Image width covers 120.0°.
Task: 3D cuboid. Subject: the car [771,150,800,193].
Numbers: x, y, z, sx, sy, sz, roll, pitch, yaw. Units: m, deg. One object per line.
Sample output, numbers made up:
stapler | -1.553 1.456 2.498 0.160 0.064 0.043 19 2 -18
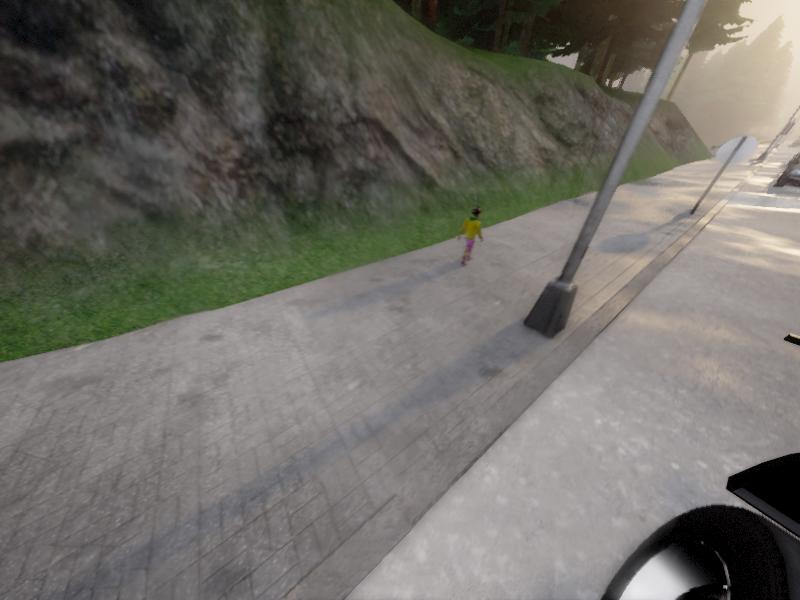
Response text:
car | 20.855 -6.396 11.297 4.611 1.667 2.242 -23 41 -28

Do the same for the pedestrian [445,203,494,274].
pedestrian | 1.259 -1.143 4.317 0.500 1.100 0.500 -21 40 -26

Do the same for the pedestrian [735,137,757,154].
pedestrian | 44.924 -20.087 30.034 0.751 1.860 0.751 -27 43 -33

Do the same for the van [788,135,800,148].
van | 82.627 -32.380 47.142 2.069 2.038 4.480 27 43 33

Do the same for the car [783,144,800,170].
car | 33.256 -11.465 18.388 4.856 1.649 2.033 -26 42 -32
